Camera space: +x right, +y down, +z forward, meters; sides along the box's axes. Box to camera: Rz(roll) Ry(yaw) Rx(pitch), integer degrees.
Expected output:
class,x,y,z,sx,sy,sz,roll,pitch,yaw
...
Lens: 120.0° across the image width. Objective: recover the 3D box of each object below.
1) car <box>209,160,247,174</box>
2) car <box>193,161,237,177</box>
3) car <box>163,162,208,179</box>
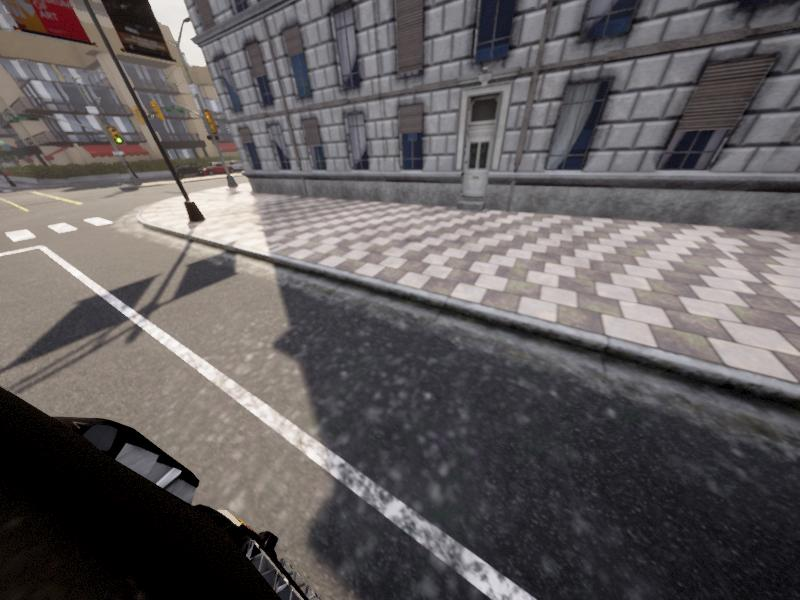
class,x,y,z,sx,sy,sz,roll,pitch,yaw
car,-25.500,-19.818,34.390,1.970,1.475,3.806,16,38,26
car,-24.229,-17.217,30.378,1.970,1.475,3.806,16,38,26
car,-28.225,-17.152,30.519,1.789,1.549,3.705,16,38,26
